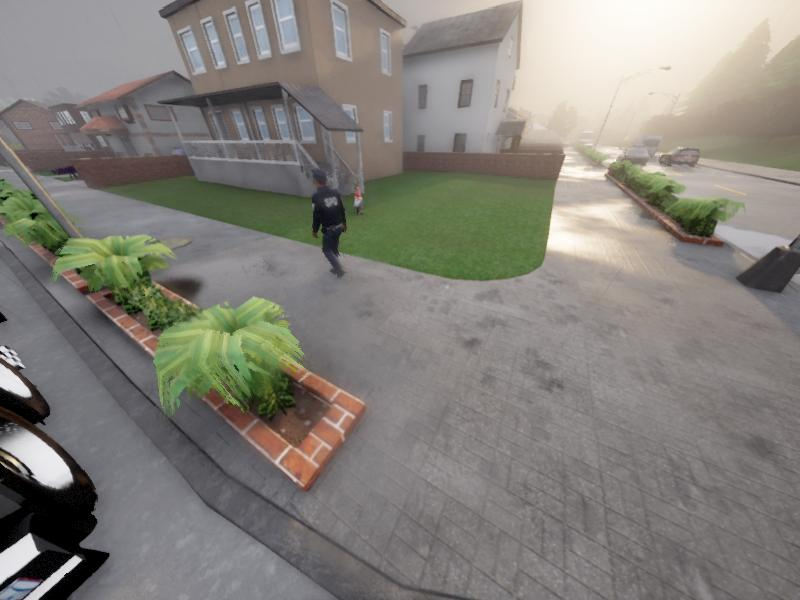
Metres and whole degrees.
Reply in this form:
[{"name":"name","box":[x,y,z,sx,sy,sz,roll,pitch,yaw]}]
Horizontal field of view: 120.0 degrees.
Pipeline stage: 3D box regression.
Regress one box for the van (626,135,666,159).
[{"name":"van","box":[34.629,-21.741,32.770,1.988,2.561,5.915,18,39,25]}]

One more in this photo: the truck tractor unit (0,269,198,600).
[{"name":"truck tractor unit","box":[-5.117,-0.296,0.765,6.516,4.208,3.053,18,39,24]}]

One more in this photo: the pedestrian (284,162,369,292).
[{"name":"pedestrian","box":[-1.139,-1.207,3.897,0.751,1.860,0.751,26,42,32]}]

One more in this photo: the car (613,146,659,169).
[{"name":"car","box":[22.918,-14.099,22.658,1.930,1.638,5.238,19,39,25]}]

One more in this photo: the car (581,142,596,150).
[{"name":"car","box":[48.898,-40.058,60.048,2.152,1.651,5.027,18,39,24]}]

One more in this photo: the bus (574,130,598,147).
[{"name":"bus","box":[59.343,-51.591,73.995,3.944,4.253,10.273,18,39,24]}]

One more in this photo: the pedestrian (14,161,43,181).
[{"name":"pedestrian","box":[-24.808,-8.632,15.437,0.500,1.100,0.500,17,38,23]}]

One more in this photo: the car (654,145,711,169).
[{"name":"car","box":[26.922,-13.823,22.242,2.033,1.649,4.856,20,40,26]}]
